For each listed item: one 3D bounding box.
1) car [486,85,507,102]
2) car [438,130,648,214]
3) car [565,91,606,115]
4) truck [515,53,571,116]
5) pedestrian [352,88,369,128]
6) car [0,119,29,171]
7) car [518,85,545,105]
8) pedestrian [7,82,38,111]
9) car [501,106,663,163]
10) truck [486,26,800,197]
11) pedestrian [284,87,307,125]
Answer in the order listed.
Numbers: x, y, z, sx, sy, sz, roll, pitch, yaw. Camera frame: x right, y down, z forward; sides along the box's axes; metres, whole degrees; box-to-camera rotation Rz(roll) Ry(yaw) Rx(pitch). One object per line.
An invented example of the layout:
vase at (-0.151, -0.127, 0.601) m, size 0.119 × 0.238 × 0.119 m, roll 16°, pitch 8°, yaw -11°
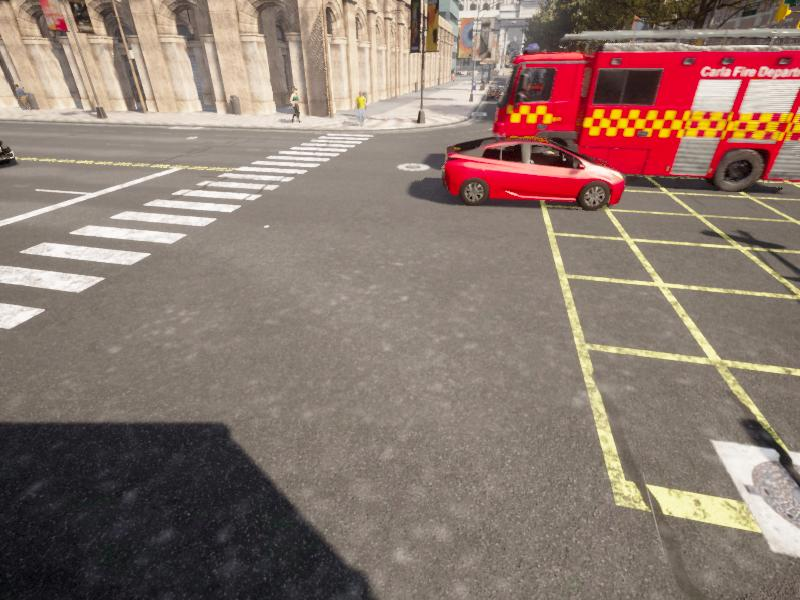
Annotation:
car at (9.978, -21.411, 41.401) m, size 1.895 × 1.301 × 4.718 m, roll 6°, pitch 31°, yaw 11°
car at (3.313, -3.346, 10.239) m, size 4.514 × 1.525 × 2.007 m, roll 3°, pitch 30°, yaw 6°
car at (14.102, -15.122, 30.644) m, size 1.895 × 1.301 × 4.718 m, roll 6°, pitch 31°, yaw 11°
truck at (10.813, -16.895, 31.170) m, size 2.891 × 3.827 × 8.468 m, roll 6°, pitch 31°, yaw 11°
pedestrian at (-2.109, -10.332, 21.520) m, size 0.751 × 1.860 × 0.751 m, roll -1°, pitch 30°, yaw -1°
car at (-15.829, -5.279, 13.570) m, size 4.892 × 1.490 × 1.837 m, roll 6°, pitch 31°, yaw 11°
car at (12.493, -19.655, 38.226) m, size 1.970 × 1.475 × 3.806 m, roll 6°, pitch 31°, yaw 11°
pedestrian at (-27.702, -14.922, 29.366) m, size 0.751 × 1.860 × 0.751 m, roll 7°, pitch 31°, yaw 13°
car at (6.704, -6.468, 15.474) m, size 5.238 × 1.638 × 1.930 m, roll 6°, pitch 31°, yaw 11°
truck at (7.099, -5.564, 11.760) m, size 8.468 × 3.827 × 2.891 m, roll 6°, pitch 31°, yaw 11°
pedestrian at (-5.923, -11.027, 22.707) m, size 0.751 × 1.860 × 0.751 m, roll 10°, pitch 32°, yaw 17°
